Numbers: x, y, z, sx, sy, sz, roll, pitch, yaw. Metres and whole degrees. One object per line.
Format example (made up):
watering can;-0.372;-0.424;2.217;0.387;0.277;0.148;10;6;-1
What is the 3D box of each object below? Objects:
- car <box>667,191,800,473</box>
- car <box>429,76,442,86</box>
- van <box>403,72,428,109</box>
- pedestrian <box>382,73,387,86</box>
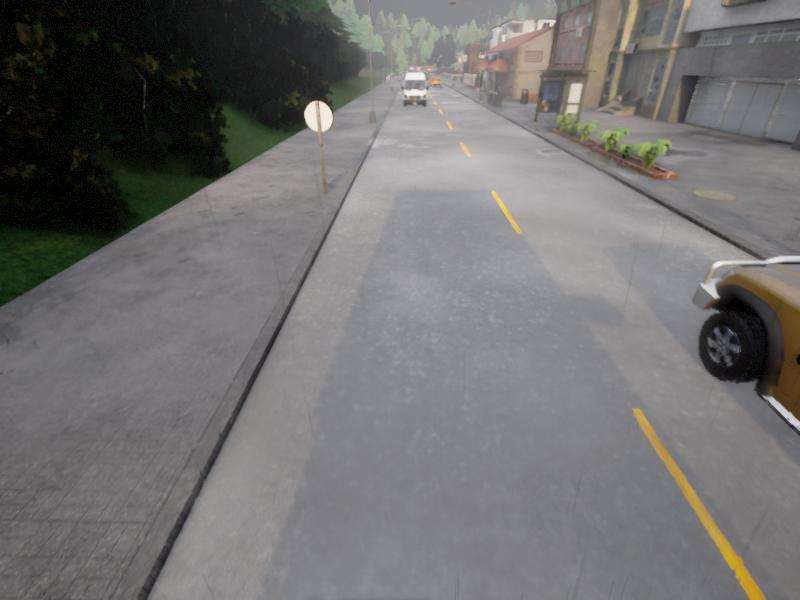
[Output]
car;4.398;0.822;2.747;1.932;1.855;4.605;1;31;1
car;6.324;-39.165;71.496;1.882;1.535;5.008;1;30;1
van;1.298;-18.305;34.809;1.988;2.561;5.915;1;30;1
pedestrian;-2.587;-37.291;67.709;0.751;1.860;0.751;5;31;8
